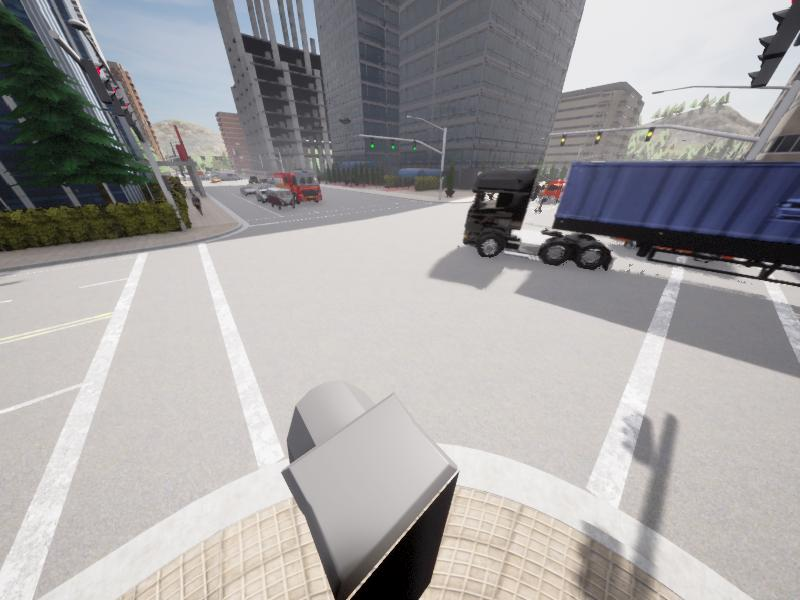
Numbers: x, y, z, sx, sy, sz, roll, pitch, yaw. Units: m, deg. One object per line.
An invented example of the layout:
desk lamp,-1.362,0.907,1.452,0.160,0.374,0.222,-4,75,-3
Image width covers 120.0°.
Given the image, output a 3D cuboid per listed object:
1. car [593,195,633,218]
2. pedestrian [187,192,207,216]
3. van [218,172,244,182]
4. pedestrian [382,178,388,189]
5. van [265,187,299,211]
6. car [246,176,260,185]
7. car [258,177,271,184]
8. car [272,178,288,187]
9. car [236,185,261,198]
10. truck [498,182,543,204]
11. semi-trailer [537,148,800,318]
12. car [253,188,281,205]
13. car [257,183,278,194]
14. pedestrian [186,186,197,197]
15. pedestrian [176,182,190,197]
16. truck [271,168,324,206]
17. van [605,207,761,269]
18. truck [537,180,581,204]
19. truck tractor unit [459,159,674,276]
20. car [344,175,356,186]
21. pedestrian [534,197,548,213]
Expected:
car,20.536,-9.054,22.244,4.674,1.442,1.812,-25,38,-36
pedestrian,-18.218,-8.644,20.764,0.751,1.860,0.751,-23,37,-34
van,-53.080,-38.817,72.657,5.915,2.561,1.988,-23,37,-34
pedestrian,-2.903,-22.704,45.111,0.751,1.860,0.751,19,35,30
van,-13.002,-11.136,25.307,1.775,1.987,4.442,-23,37,-34
car,-38.413,-31.344,60.425,1.905,1.878,3.866,-23,37,-34
car,-38.033,-33.671,64.788,1.882,1.535,5.008,-23,37,-34
car,-28.857,-28.274,55.483,1.837,1.490,4.892,-23,37,-34
car,-23.987,-17.306,36.588,2.033,1.411,5.357,-23,37,-34
truck,16.129,-14.403,30.853,6.274,2.098,2.390,-22,37,-33
semi-trailer,12.917,-1.923,6.907,14.254,4.402,2.717,23,37,34
car,-17.092,-13.309,29.581,1.970,1.475,3.806,-23,37,-34
car,-23.401,-19.647,40.668,1.994,1.385,4.181,-23,37,-34
pedestrian,-30.822,-16.011,34.084,0.751,1.300,0.751,-24,38,-35
pedestrian,-31.581,-16.055,33.601,0.751,1.860,0.751,22,36,33
truck,-13.322,-14.808,29.830,2.891,3.827,8.468,-23,37,-34
van,14.019,-3.404,11.917,1.775,1.987,4.442,-23,37,-34
truck,20.639,-14.160,30.062,5.204,2.467,2.627,-23,37,-34
truck tractor unit,6.580,-4.137,10.940,6.516,4.208,3.053,11,32,18
car,-11.925,-28.857,55.608,2.390,2.098,6.274,-5,30,-9
pedestrian,14.039,-9.472,23.063,0.751,1.300,0.751,21,36,31
